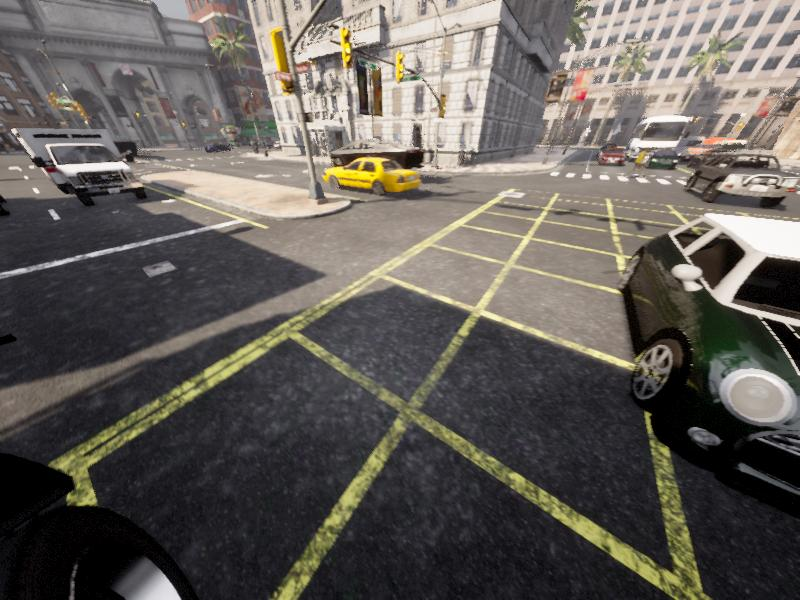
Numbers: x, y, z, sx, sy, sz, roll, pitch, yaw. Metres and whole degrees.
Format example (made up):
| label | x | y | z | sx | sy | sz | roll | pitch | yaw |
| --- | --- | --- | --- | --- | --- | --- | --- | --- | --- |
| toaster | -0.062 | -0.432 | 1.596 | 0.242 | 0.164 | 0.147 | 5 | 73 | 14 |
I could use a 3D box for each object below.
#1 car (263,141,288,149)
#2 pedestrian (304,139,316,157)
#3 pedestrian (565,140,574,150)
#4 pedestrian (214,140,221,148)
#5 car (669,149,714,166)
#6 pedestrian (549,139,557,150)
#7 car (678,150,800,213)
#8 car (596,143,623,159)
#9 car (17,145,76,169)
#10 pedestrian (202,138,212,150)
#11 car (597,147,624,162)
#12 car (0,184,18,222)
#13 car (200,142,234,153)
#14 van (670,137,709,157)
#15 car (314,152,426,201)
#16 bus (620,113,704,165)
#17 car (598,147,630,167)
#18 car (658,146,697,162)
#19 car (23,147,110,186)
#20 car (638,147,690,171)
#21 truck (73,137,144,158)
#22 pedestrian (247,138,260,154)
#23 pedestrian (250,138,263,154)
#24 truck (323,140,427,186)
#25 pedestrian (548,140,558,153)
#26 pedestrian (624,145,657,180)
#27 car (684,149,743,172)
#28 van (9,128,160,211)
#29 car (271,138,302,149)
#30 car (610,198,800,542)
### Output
| label | x | y | z | sx | sy | sz | roll | pitch | yaw |
| --- | --- | --- | --- | --- | --- | --- | --- | --- | --- |
| car | -28.241 | -35.314 | 52.519 | 1.812 | 1.442 | 4.674 | 22 | 41 | 28 |
| pedestrian | -10.966 | -18.465 | 28.093 | 0.751 | 1.860 | 0.751 | 25 | 42 | 30 |
| pedestrian | 34.970 | -32.000 | 47.682 | 0.751 | 1.860 | 0.751 | -21 | 41 | -28 |
| pedestrian | -40.669 | -34.800 | 51.504 | 0.751 | 1.300 | 0.751 | -7 | 36 | -11 |
| car | 31.485 | -15.540 | 25.097 | 1.895 | 1.301 | 4.718 | 22 | 41 | 28 |
| pedestrian | 32.486 | -32.981 | 49.053 | 0.751 | 1.860 | 0.751 | 22 | 41 | 28 |
| car | 14.639 | -5.358 | 10.012 | 1.932 | 1.855 | 4.605 | 22 | 40 | 27 |
| car | 29.799 | -21.329 | 32.969 | 2.242 | 1.667 | 4.611 | 23 | 41 | 28 |
| car | -30.544 | -12.445 | 19.996 | 4.902 | 1.511 | 2.128 | 24 | 42 | 30 |
| pedestrian | -38.251 | -30.865 | 45.720 | 0.751 | 1.860 | 0.751 | 27 | 43 | 32 |
| car | 25.744 | -17.881 | 28.369 | 1.895 | 1.301 | 4.718 | 22 | 41 | 28 |
| car | -15.315 | -3.650 | 7.749 | 5.357 | 1.411 | 2.033 | 22 | 41 | 28 |
| car | -30.439 | -25.517 | 38.667 | 1.994 | 1.385 | 4.181 | 4 | 35 | 6 |
| van | 46.616 | -24.882 | 37.399 | 1.988 | 2.561 | 5.915 | 22 | 41 | 28 |
| car | -1.570 | -6.221 | 11.350 | 5.366 | 1.575 | 1.801 | 22 | 41 | 28 |
| bus | 30.039 | -18.965 | 27.380 | 3.944 | 4.253 | 10.273 | 22 | 41 | 28 |
| car | 21.850 | -14.712 | 23.713 | 1.812 | 1.442 | 4.674 | 22 | 41 | 28 |
| car | 35.596 | -18.927 | 29.851 | 2.033 | 1.411 | 5.357 | 22 | 41 | 28 |
| car | -19.972 | -8.101 | 13.822 | 4.856 | 1.649 | 2.033 | 22 | 41 | 28 |
| car | 24.114 | -13.085 | 21.348 | 2.038 | 1.542 | 4.974 | 22 | 41 | 27 |
| truck | -36.290 | -19.071 | 28.840 | 6.274 | 2.098 | 2.390 | 9 | 36 | 12 |
| pedestrian | -20.731 | -21.821 | 32.772 | 0.751 | 1.860 | 0.751 | 0 | 35 | -1 |
| pedestrian | -20.221 | -21.628 | 32.502 | 0.751 | 1.860 | 0.751 | 15 | 38 | 20 |
| truck | -1.665 | -8.932 | 14.746 | 6.274 | 2.098 | 2.390 | 22 | 41 | 28 |
| pedestrian | 26.205 | -26.346 | 39.586 | 0.751 | 1.860 | 0.751 | -22 | 41 | -28 |
| pedestrian | 15.863 | -9.093 | 15.287 | 0.751 | 1.860 | 0.751 | 22 | 40 | 27 |
| car | 27.765 | -12.555 | 20.676 | 1.816 | 1.474 | 4.193 | 22 | 41 | 28 |
| van | -13.684 | -5.870 | 10.015 | 6.366 | 2.431 | 2.351 | 22 | 41 | 28 |
| car | -24.978 | -34.663 | 51.100 | 2.150 | 2.045 | 5.566 | 23 | 41 | 28 |
| car | 3.887 | 0.180 | 2.406 | 1.970 | 1.475 | 3.806 | 22 | 40 | 27 |
